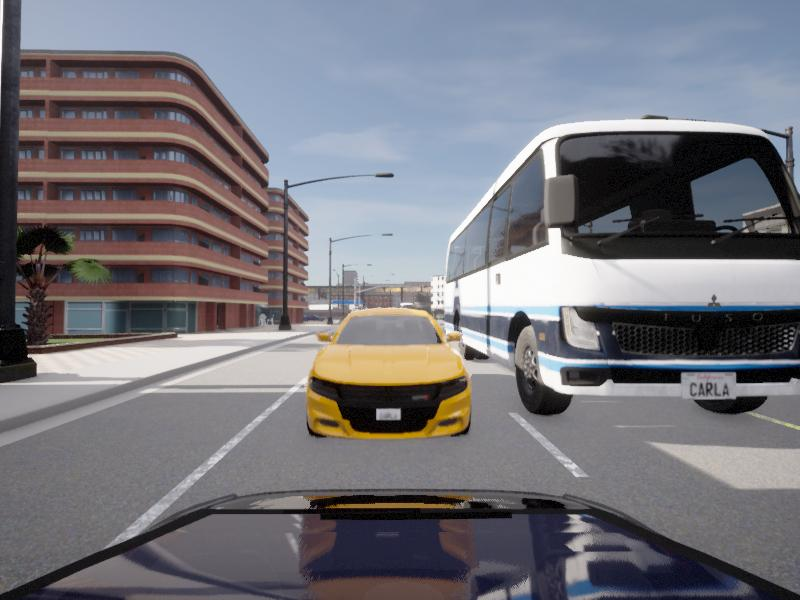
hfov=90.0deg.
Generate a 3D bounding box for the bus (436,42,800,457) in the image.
[{"bbox_3d":[3.395,-0.452,9.263,3.944,4.253,10.273,0,-1,-1],"label":"bus"}]

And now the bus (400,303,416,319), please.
[{"bbox_3d":[1.950,2.914,106.177,3.944,4.253,10.273,0,-2,-1],"label":"bus"}]

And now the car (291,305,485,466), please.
[{"bbox_3d":[-0.164,0.862,6.393,1.882,1.535,5.008,0,0,-1],"label":"car"}]
